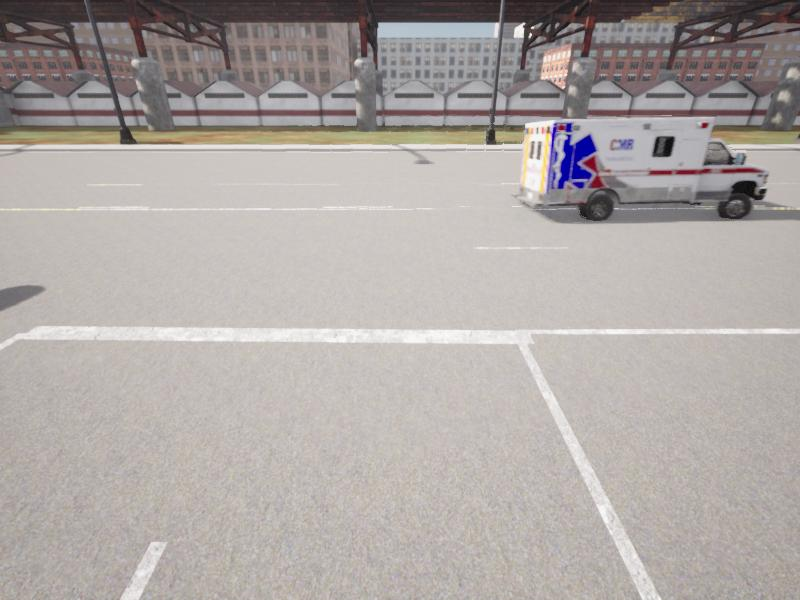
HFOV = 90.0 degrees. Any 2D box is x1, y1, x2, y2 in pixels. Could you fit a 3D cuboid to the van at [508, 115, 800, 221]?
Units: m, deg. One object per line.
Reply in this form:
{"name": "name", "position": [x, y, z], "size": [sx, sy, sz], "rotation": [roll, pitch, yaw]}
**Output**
{"name": "van", "position": [6.609, -3.690, 11.148], "size": [6.366, 2.431, 2.351], "rotation": [-1, 22, 0]}
